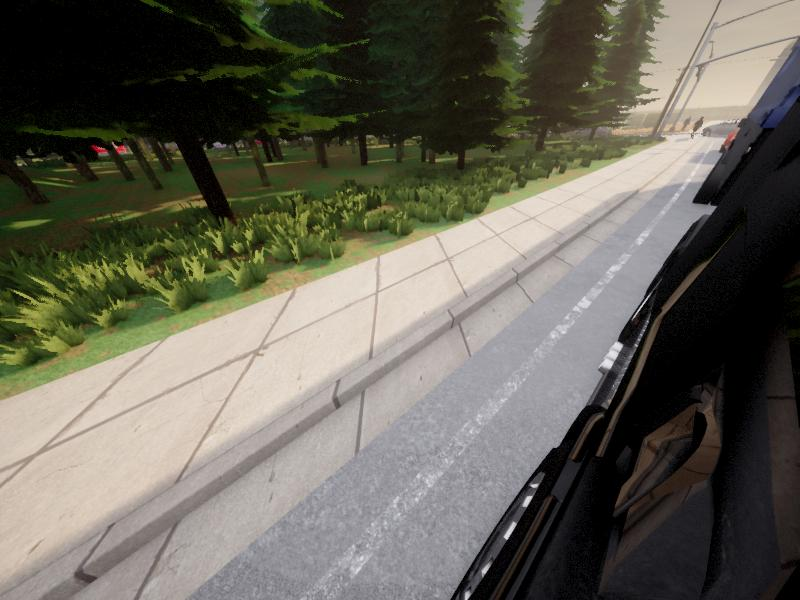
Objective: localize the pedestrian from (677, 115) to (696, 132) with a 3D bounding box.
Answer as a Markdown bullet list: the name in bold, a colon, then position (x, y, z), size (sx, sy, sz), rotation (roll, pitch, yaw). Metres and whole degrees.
- **pedestrian**: position (40.183, -24.767, 32.394), size (0.751, 1.860, 0.751), rotation (17, 41, 24)

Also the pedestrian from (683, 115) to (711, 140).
- **pedestrian**: position (28.390, -16.535, 22.122), size (0.751, 1.860, 0.751), rotation (13, 40, 20)

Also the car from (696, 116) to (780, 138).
- **car**: position (36.656, -18.963, 25.327), size (2.242, 1.667, 4.611), rotation (-4, 37, -2)

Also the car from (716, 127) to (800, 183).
- **car**: position (15.881, -6.351, 9.893), size (4.902, 1.511, 2.128), rotation (-29, 44, -30)

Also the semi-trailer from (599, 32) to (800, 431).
- **semi-trailer**: position (8.644, -3.643, 4.279), size (14.254, 4.402, 2.717), rotation (-29, 44, -30)

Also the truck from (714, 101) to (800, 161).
- **truck**: position (21.374, -9.912, 13.487), size (5.204, 2.467, 2.627), rotation (-30, 44, -31)

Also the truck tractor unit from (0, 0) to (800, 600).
- **truck tractor unit**: position (2.645, -0.295, 0.351), size (6.516, 4.208, 3.053), rotation (-28, 44, -30)
